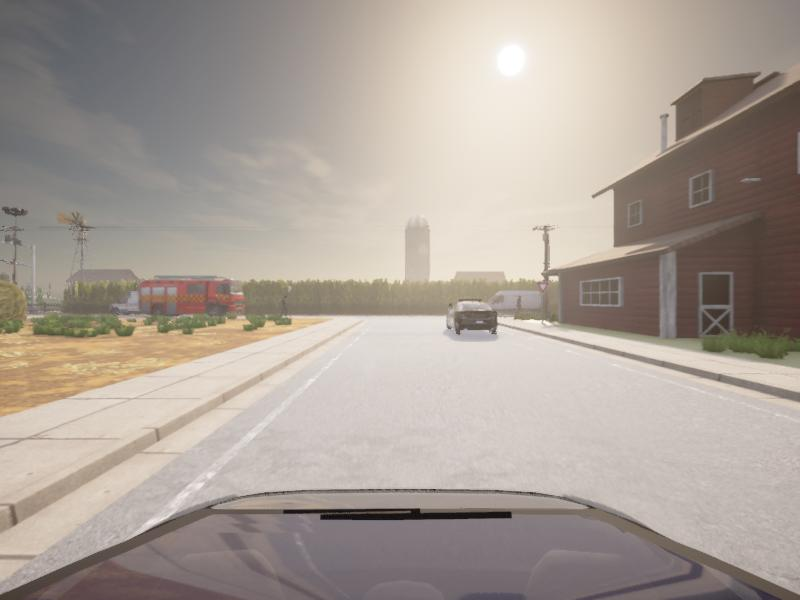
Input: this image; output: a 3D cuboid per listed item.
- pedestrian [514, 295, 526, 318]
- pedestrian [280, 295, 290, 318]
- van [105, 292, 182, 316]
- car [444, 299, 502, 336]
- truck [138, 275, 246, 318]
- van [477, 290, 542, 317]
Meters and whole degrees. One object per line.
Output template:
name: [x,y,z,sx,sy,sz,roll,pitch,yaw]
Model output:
pedestrian: [9.725,0.507,32.367,0.751,1.860,0.751,0,0,-2]
pedestrian: [-9.499,0.509,32.993,0.751,1.860,0.751,0,0,-11]
van: [-25.797,0.402,40.421,6.366,2.431,2.351,0,0,1]
car: [3.498,0.770,20.152,1.930,1.638,5.238,0,0,0]
truck: [-18.984,-0.298,36.811,8.468,3.827,2.891,0,0,1]
van: [10.842,0.346,39.872,5.915,2.561,1.988,0,0,1]
